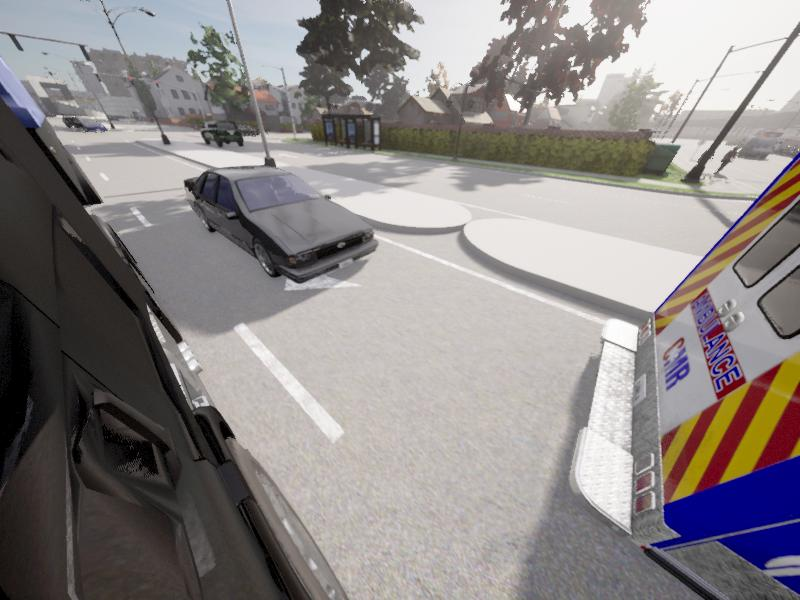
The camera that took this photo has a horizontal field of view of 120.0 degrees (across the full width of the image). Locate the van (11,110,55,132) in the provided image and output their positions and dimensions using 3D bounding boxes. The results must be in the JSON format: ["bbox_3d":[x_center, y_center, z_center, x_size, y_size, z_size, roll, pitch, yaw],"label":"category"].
[{"bbox_3d":[-45.261,-22.174,28.616,4.480,2.038,2.069,28,43,30],"label":"van"}]

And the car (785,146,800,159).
[{"bbox_3d":[66.265,-24.255,38.020,1.789,1.549,3.705,28,45,30],"label":"car"}]

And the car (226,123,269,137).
[{"bbox_3d":[-24.384,-27.285,37.132,1.930,1.638,5.238,32,46,33],"label":"car"}]

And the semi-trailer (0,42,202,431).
[{"bbox_3d":[-8.698,-3.609,4.221,14.254,4.402,2.717,28,44,30],"label":"semi-trailer"}]

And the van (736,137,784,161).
[{"bbox_3d":[54.721,-23.156,35.311,1.988,2.561,5.915,28,45,30],"label":"van"}]

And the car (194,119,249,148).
[{"bbox_3d":[-17.549,-16.365,22.656,5.566,2.045,2.150,28,44,30],"label":"car"}]

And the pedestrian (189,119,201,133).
[{"bbox_3d":[-35.634,-30.295,40.195,0.751,1.860,0.751,31,45,32],"label":"pedestrian"}]

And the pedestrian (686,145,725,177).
[{"bbox_3d":[21.567,-9.855,16.375,0.751,1.860,0.751,29,44,31],"label":"pedestrian"}]

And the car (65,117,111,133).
[{"bbox_3d":[-41.909,-23.510,31.082,4.792,1.488,2.163,19,40,21],"label":"car"}]

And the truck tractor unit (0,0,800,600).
[{"bbox_3d":[-2.645,-0.295,0.351,6.516,4.208,3.053,28,44,30],"label":"truck tractor unit"}]

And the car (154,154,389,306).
[{"bbox_3d":[-2.924,-2.016,4.994,5.357,1.411,2.033,28,44,30],"label":"car"}]

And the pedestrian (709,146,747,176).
[{"bbox_3d":[24.765,-10.550,17.512,0.751,1.860,0.751,31,45,32],"label":"pedestrian"}]

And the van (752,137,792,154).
[{"bbox_3d":[77.037,-32.182,47.965,2.351,2.431,6.366,28,45,30],"label":"van"}]
